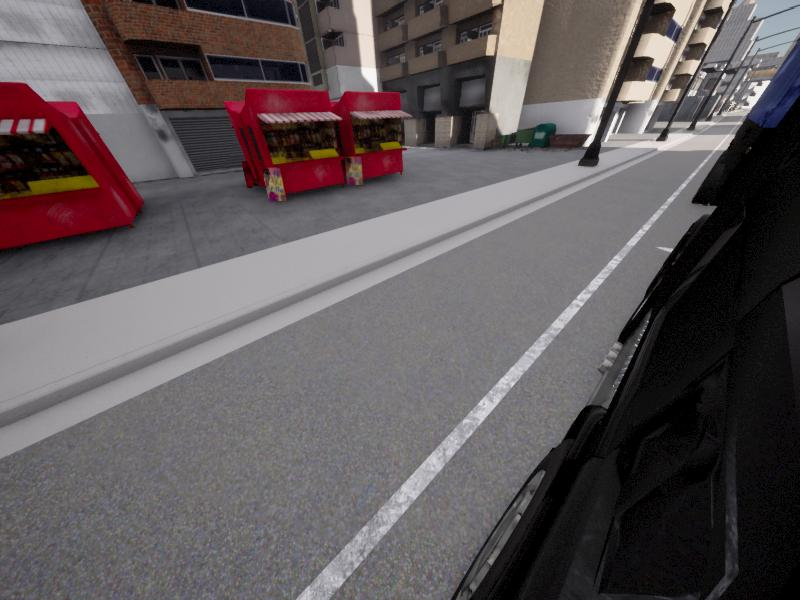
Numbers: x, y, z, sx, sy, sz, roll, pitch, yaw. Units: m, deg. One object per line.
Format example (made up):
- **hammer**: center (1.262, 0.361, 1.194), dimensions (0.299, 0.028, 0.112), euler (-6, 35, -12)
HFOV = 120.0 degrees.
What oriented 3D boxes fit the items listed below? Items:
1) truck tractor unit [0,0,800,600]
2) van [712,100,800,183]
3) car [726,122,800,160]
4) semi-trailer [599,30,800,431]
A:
- **truck tractor unit**: center (2.645, -0.295, 0.351), dimensions (6.516, 4.208, 3.053), euler (-28, 44, -30)
- **van**: center (16.398, -6.999, 9.959), dimensions (6.366, 2.431, 2.351), euler (-28, 44, -30)
- **car**: center (22.055, -9.674, 13.941), dimensions (4.902, 1.511, 2.128), euler (-28, 44, -30)
- **semi-trailer**: center (8.635, -3.647, 4.288), dimensions (14.254, 4.402, 2.717), euler (-29, 44, -30)
